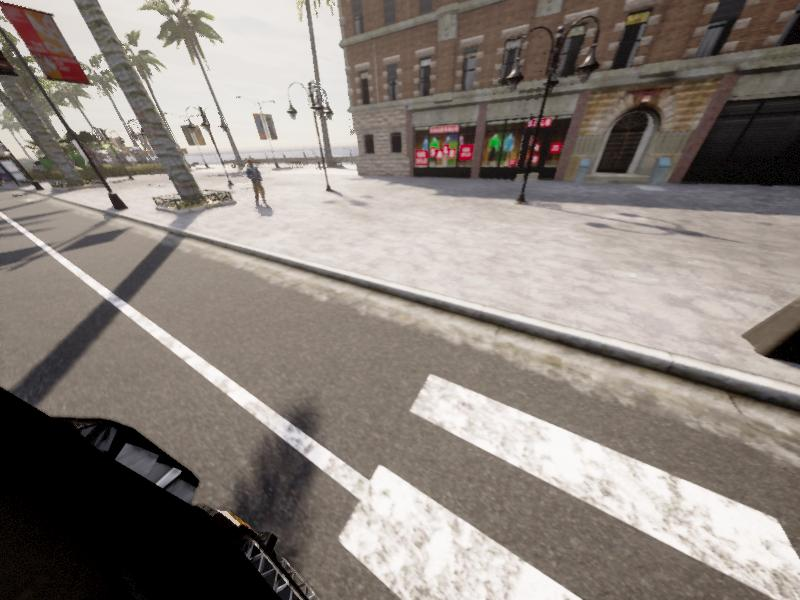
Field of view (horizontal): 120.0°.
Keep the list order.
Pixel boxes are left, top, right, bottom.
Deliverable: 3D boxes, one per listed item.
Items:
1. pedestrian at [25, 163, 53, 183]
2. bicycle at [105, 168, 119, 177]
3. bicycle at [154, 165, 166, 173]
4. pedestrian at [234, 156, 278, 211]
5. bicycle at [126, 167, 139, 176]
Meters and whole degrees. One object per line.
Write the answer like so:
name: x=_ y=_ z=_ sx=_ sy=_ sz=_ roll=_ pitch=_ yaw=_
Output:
pedestrian: x=-40.805 y=-14.356 z=26.125 sx=0.751 sy=1.860 sz=0.751 roll=12 pitch=36 yaw=20
bicycle: x=-37.254 y=-16.467 z=29.880 sx=1.643 sy=1.024 sz=0.373 roll=16 pitch=38 yaw=25
bicycle: x=-34.790 y=-18.971 z=33.479 sx=1.643 sy=1.024 sz=0.373 roll=16 pitch=38 yaw=25
pedestrian: x=-5.796 y=-4.713 z=9.363 sx=0.751 sy=1.860 sz=0.751 roll=27 pitch=44 yaw=37
bicycle: x=-36.268 y=-17.469 z=31.320 sx=1.643 sy=1.024 sz=0.373 roll=16 pitch=38 yaw=25
